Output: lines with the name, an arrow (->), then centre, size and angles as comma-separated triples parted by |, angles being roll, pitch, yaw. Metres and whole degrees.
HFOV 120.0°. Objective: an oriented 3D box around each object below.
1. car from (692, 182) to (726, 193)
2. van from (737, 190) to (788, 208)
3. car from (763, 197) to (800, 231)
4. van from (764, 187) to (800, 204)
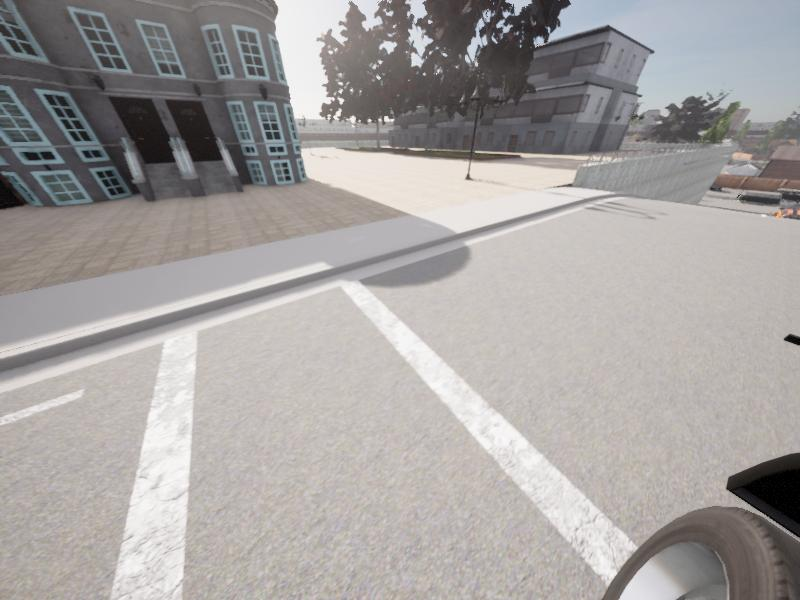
car -> 69.399, -25.387, 51.998 | 1.994, 1.385, 4.181 | -22, 40, -27
van -> 64.412, -18.088, 41.159 | 1.775, 1.987, 4.442 | -22, 40, -27
car -> 28.915, -6.094, 16.701 | 4.553, 1.767, 2.097 | -12, 35, -34
van -> 72.506, -19.471, 43.047 | 1.775, 1.987, 4.442 | -22, 40, -27
